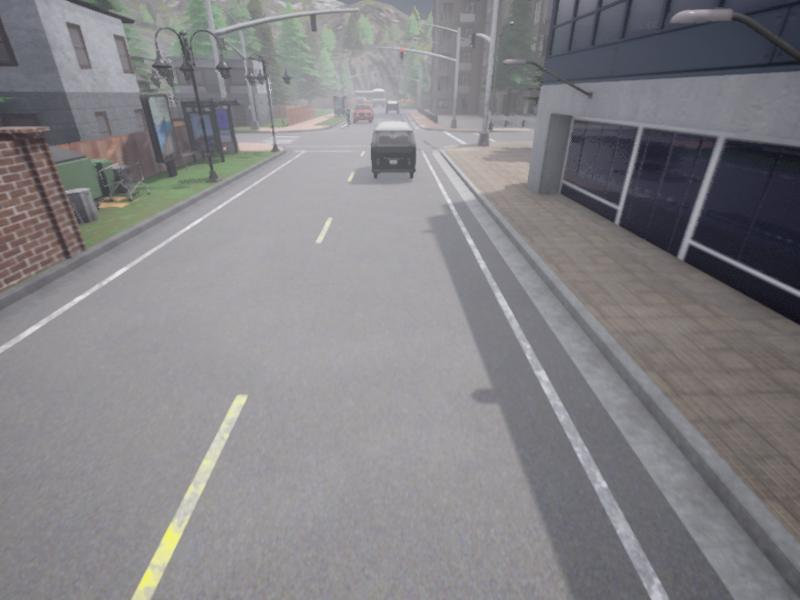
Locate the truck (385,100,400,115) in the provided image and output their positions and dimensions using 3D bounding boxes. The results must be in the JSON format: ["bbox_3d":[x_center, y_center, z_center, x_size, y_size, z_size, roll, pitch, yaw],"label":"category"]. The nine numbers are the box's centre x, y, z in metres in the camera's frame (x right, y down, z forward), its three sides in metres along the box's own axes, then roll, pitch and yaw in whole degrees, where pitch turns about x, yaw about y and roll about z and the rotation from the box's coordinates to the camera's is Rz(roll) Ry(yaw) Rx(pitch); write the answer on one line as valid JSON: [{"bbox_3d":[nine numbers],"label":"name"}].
[{"bbox_3d":[-1.302,-33.562,69.611,2.390,2.098,6.274,0,27,-1],"label":"truck"}]

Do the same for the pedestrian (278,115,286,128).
[{"bbox_3d":[-10.986,-16.658,37.361,0.500,1.100,0.500,-3,27,-5],"label":"pedestrian"}]

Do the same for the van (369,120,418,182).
[{"bbox_3d":[-0.277,-6.461,17.020,1.775,1.987,4.442,0,27,-1],"label":"van"}]

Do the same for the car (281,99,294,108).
[{"bbox_3d":[-26.826,-46.870,95.295,1.932,1.855,4.605,-1,27,-2],"label":"car"}]

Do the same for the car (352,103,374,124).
[{"bbox_3d":[-4.373,-22.233,47.614,2.150,2.045,5.566,0,27,-1],"label":"car"}]

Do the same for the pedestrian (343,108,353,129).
[{"bbox_3d":[-5.012,-17.541,38.641,0.751,1.860,0.751,3,27,5],"label":"pedestrian"}]
